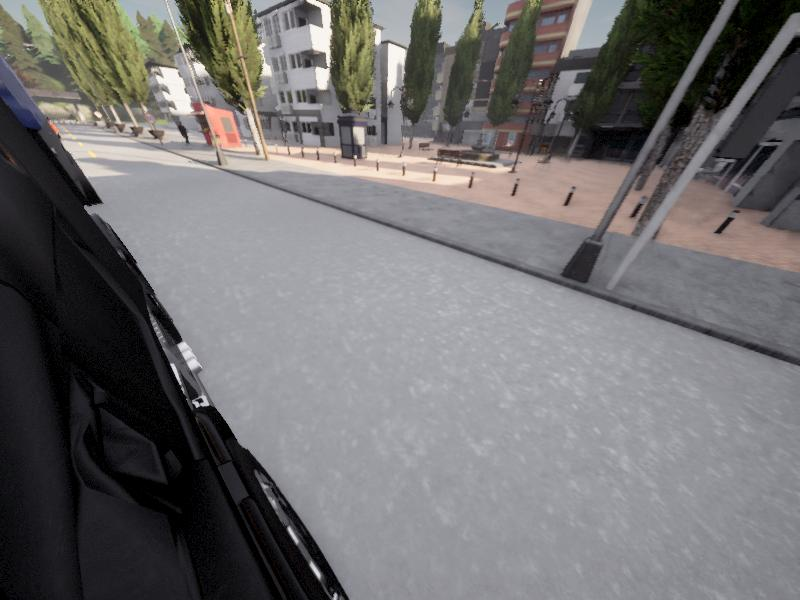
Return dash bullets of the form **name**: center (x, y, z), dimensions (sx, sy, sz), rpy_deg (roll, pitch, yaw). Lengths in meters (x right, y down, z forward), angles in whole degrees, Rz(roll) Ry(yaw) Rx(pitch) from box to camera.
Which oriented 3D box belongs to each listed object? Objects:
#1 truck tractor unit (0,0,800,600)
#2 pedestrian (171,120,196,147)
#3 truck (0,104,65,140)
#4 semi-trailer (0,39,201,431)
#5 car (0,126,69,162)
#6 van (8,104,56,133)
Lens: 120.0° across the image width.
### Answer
- **truck tractor unit**: center (-2.645, -0.295, 0.351), dimensions (6.516, 4.208, 3.053), rpy_deg (28, 44, 30)
- **pedestrian**: center (-18.875, -14.536, 20.182), dimensions (0.751, 1.860, 0.751), rpy_deg (19, 40, 21)
- **truck**: center (-34.664, -16.686, 21.677), dimensions (5.204, 2.467, 2.627), rpy_deg (28, 43, 30)
- **semi-trailer**: center (-8.699, -3.604, 4.228), dimensions (14.254, 4.402, 2.717), rpy_deg (28, 43, 30)
- **car**: center (-21.096, -8.974, 13.161), dimensions (4.181, 1.385, 1.994), rpy_deg (28, 43, 30)
- **van**: center (-45.006, -22.252, 28.404), dimensions (5.915, 2.561, 1.988), rpy_deg (28, 43, 30)
